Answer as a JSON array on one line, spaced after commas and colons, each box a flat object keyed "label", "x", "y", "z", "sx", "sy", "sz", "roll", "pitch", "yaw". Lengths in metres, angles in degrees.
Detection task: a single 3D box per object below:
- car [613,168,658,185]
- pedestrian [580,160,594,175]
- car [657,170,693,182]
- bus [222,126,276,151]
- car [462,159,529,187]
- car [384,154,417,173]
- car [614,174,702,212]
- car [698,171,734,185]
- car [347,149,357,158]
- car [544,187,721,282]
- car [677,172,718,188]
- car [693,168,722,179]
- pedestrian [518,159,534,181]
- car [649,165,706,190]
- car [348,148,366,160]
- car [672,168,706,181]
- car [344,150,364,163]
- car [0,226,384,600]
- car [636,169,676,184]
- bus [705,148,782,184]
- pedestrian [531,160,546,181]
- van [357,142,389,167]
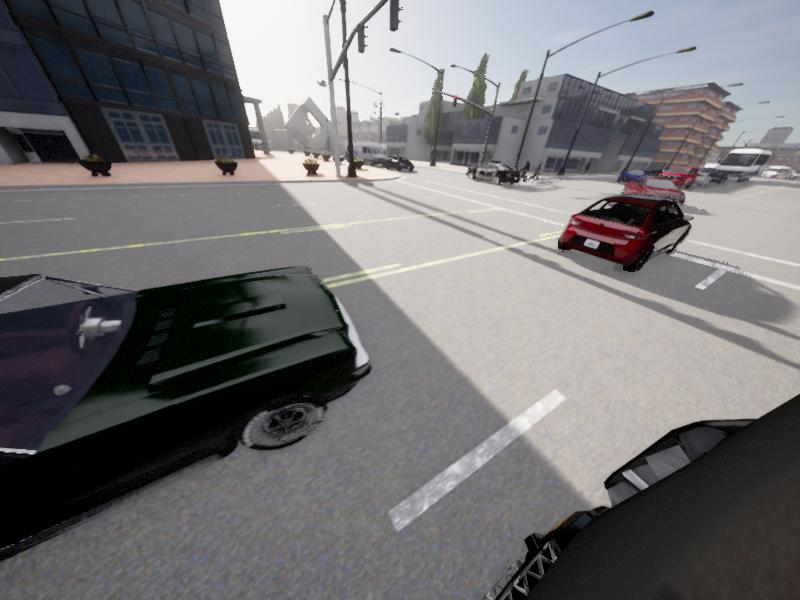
[{"label": "car", "x": 28.025, "y": -14.716, "z": 27.454, "sx": 5.008, "sy": 1.535, "sz": 1.882, "roll": -16, "pitch": 38, "yaw": -26}, {"label": "pedestrian", "x": 27.568, "y": -19.432, "z": 33.997, "sx": 0.751, "sy": 1.860, "sz": 0.751, "roll": -21, "pitch": 40, "yaw": -32}, {"label": "car", "x": 39.960, "y": -18.051, "z": 33.559, "sx": 4.181, "sy": 1.385, "sz": 1.994, "roll": -15, "pitch": 38, "yaw": -25}, {"label": "bus", "x": -35.328, "y": -37.816, "z": 54.270, "sx": 10.273, "sy": 4.253, "sz": 3.944, "roll": 14, "pitch": 35, "yaw": 16}, {"label": "car", "x": 7.931, "y": -11.018, "z": 19.895, "sx": 1.930, "sy": 1.638, "sz": 5.238, "roll": -13, "pitch": 37, "yaw": -24}, {"label": "car", "x": -0.035, "y": -15.336, "z": 25.855, "sx": 1.816, "sy": 1.474, "sz": 4.193, "roll": -15, "pitch": 38, "yaw": -26}, {"label": "car", "x": 15.445, "y": -6.739, "z": 14.240, "sx": 1.812, "sy": 1.442, "sz": 4.674, "roll": 15, "pitch": 35, "yaw": 18}, {"label": "car", "x": 44.241, "y": -17.113, "z": 32.329, "sx": 4.193, "sy": 1.474, "sz": 1.816, "roll": -17, "pitch": 38, "yaw": -26}, {"label": "car", "x": -10.482, "y": -31.824, "z": 50.049, "sx": 1.816, "sy": 1.474, "sz": 4.193, "roll": -5, "pitch": 34, "yaw": -13}, {"label": "car", "x": 6.155, "y": -1.988, "z": 6.143, "sx": 4.193, "sy": 1.474, "sz": 1.816, "roll": -17, "pitch": 38, "yaw": -28}, {"label": "car", "x": 36.866, "y": -14.941, "z": 28.617, "sx": 4.674, "sy": 1.442, "sz": 1.812, "roll": -16, "pitch": 38, "yaw": -26}, {"label": "car", "x": 54.006, "y": -22.305, "z": 40.571, "sx": 4.674, "sy": 1.442, "sz": 1.812, "roll": -17, "pitch": 38, "yaw": -26}, {"label": "pedestrian", "x": 12.391, "y": -12.825, "z": 22.815, "sx": 0.751, "sy": 1.860, "sz": 0.751, "roll": 11, "pitch": 34, "yaw": 11}, {"label": "car", "x": 29.820, "y": -13.198, "z": 24.838, "sx": 5.566, "sy": 2.045, "sz": 2.150, "roll": -16, "pitch": 38, "yaw": -26}, {"label": "car", "x": -8.297, "y": -28.071, "z": 44.371, "sx": 1.930, "sy": 1.638, "sz": 5.238, "roll": -12, "pitch": 36, "yaw": -22}, {"label": "car", "x": 45.447, "y": -19.760, "z": 36.276, "sx": 5.008, "sy": 1.535, "sz": 1.882, "roll": -17, "pitch": 38, "yaw": -26}, {"label": "car", "x": -7.125, "y": -22.388, "z": 35.900, "sx": 1.845, "sy": 1.501, "sz": 3.633, "roll": -16, "pitch": 38, "yaw": -27}, {"label": "car", "x": -2.651, "y": 0.649, "z": 1.606, "sx": 4.718, "sy": 1.301, "sz": 1.895, "roll": -16, "pitch": 38, "yaw": -26}, {"label": "car", "x": 33.624, "y": -16.268, "z": 30.333, "sx": 4.892, "sy": 1.490, "sz": 1.837, "roll": -16, "pitch": 38, "yaw": -26}, {"label": "bus", "x": 53.530, "y": -20.967, "z": 36.058, "sx": 10.273, "sy": 4.253, "sz": 3.944, "roll": -16, "pitch": 38, "yaw": -26}, {"label": "pedestrian", "x": 14.203, "y": -13.332, "z": 23.765, "sx": 0.751, "sy": 1.860, "sz": 0.751, "roll": 17, "pitch": 35, "yaw": 19}, {"label": "van", "x": -3.715, "y": -19.499, "z": 30.891, "sx": 1.988, "sy": 2.561, "sz": 5.915, "roll": -15, "pitch": 37, "yaw": -26}]
